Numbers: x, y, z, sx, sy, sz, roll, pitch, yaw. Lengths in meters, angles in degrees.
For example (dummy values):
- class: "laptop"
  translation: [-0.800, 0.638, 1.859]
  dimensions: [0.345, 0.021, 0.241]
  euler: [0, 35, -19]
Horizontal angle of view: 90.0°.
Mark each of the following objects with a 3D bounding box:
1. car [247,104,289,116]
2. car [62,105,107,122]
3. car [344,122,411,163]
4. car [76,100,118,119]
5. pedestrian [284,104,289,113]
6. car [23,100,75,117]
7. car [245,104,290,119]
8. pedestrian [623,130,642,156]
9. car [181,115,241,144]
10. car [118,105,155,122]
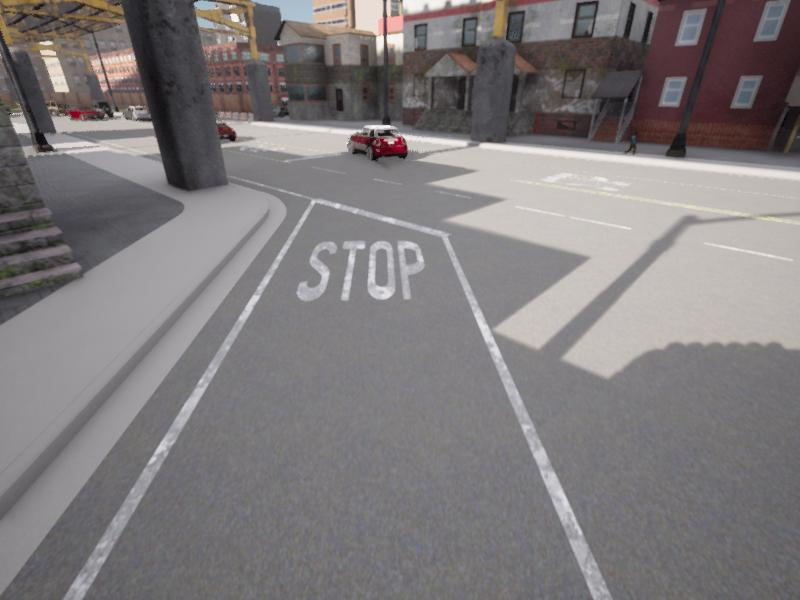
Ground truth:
- class: "car"
  translation: [-15.914, -22.972, 48.309]
  dimensions: [4.536, 1.218, 1.853]
  euler: [-8, 29, -15]
- class: "car"
  translation: [-34.745, -20.558, 43.998]
  dimensions: [5.008, 1.535, 1.882]
  euler: [17, 32, 29]
- class: "car"
  translation: [-1.228, -8.109, 20.382]
  dimensions: [1.970, 1.475, 3.806]
  euler: [-13, 30, -24]
- class: "car"
  translation: [-36.586, -23.023, 48.328]
  dimensions: [3.866, 1.878, 1.905]
  euler: [12, 30, 22]
- class: "pedestrian"
  translation: [-16.534, -27.915, 58.265]
  dimensions: [0.500, 1.100, 0.500]
  euler: [24, 36, 37]
- class: "car"
  translation: [-44.542, -24.352, 50.853]
  dimensions: [4.605, 1.855, 1.932]
  euler: [4, 28, 7]
- class: "car"
  translation: [-15.964, -22.826, 48.368]
  dimensions: [4.974, 1.542, 2.038]
  euler: [-8, 29, -15]
- class: "pedestrian"
  translation: [11.533, -7.791, 19.863]
  dimensions: [0.500, 1.100, 0.500]
  euler: [21, 34, 35]
- class: "car"
  translation: [-12.566, -11.365, 26.567]
  dimensions: [4.193, 1.474, 1.816]
  euler: [23, 36, 37]
- class: "car"
  translation: [-29.021, -20.544, 44.064]
  dimensions: [3.806, 1.475, 1.970]
  euler: [21, 34, 35]
